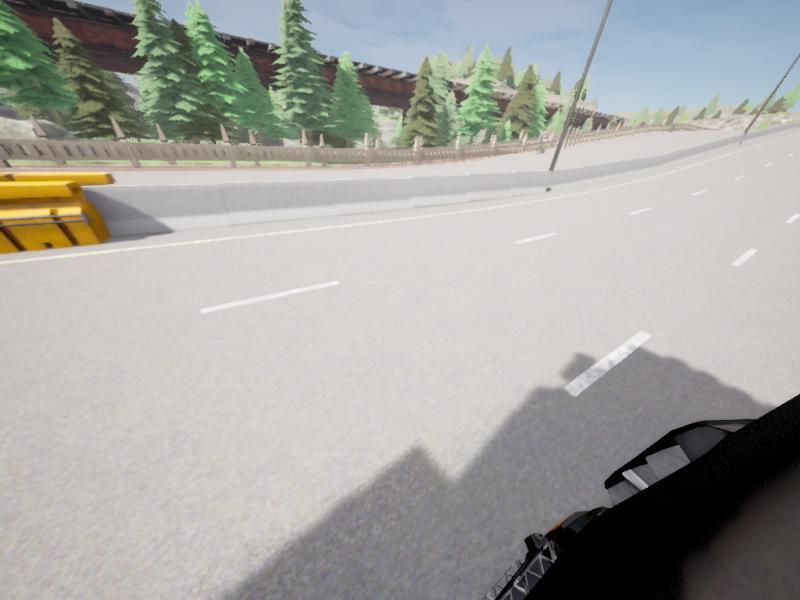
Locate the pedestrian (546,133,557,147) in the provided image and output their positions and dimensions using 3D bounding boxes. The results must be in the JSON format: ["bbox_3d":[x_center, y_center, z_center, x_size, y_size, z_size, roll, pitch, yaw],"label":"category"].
[{"bbox_3d":[24.317,-25.712,37.089,0.751,1.860,0.751,-16,38,-26],"label":"pedestrian"}]
